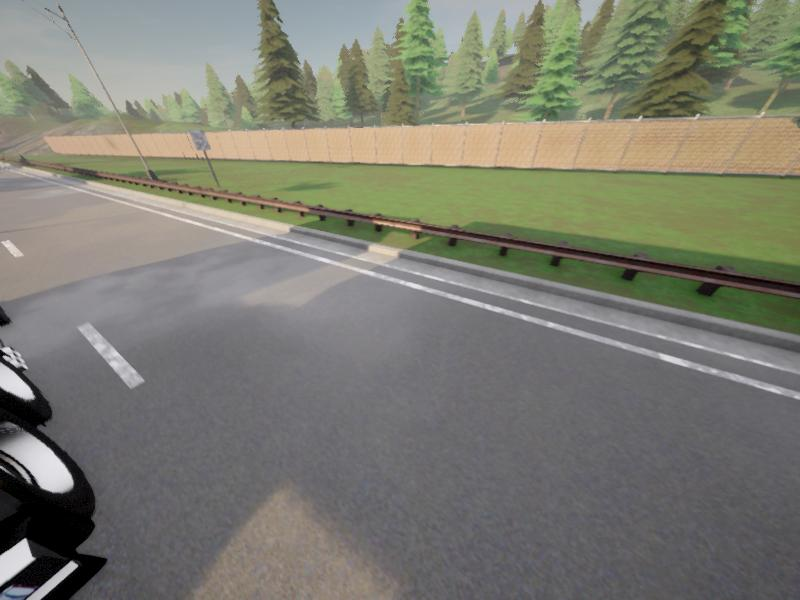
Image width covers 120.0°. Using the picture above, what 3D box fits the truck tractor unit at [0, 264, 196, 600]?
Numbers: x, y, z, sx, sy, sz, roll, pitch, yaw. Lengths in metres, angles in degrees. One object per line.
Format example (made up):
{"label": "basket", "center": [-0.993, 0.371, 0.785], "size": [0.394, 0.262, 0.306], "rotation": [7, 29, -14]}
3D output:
{"label": "truck tractor unit", "center": [-5.113, -0.295, 0.796], "size": [6.516, 4.208, 3.053], "rotation": [18, 38, 24]}
